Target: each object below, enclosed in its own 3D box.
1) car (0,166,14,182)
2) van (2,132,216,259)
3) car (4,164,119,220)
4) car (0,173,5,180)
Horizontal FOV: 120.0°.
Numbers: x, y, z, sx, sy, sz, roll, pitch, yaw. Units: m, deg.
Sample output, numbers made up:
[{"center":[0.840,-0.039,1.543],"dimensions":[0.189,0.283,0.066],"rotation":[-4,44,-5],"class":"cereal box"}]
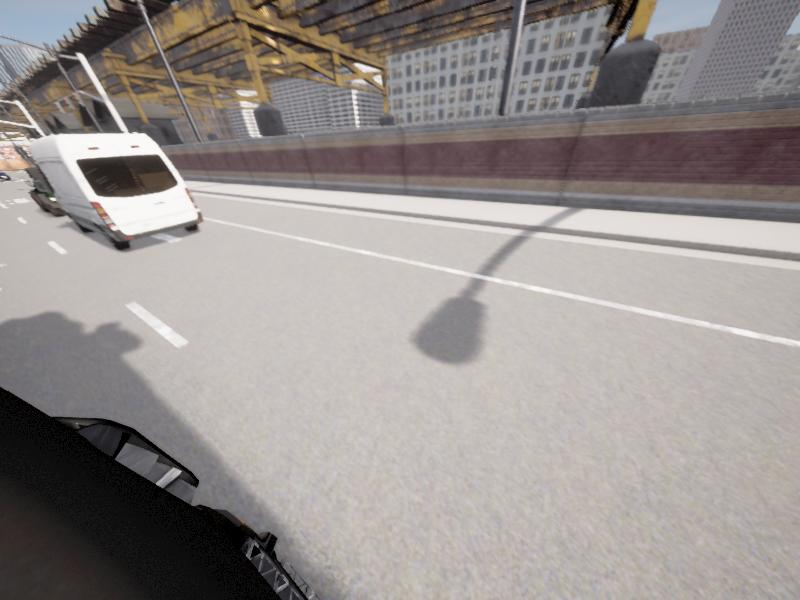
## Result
[{"center":[-53.465,-16.427,30.234],"dimensions":[5.027,1.651,2.152],"rotation":[16,40,26],"class":"car"},{"center":[-8.825,-3.359,7.051],"dimensions":[5.915,2.561,1.988],"rotation":[17,40,26],"class":"van"},{"center":[-15.685,-5.163,10.763],"dimensions":[3.866,1.878,1.905],"rotation":[17,40,26],"class":"car"},{"center":[-60.771,-18.593,34.014],"dimensions":[5.008,1.535,1.882],"rotation":[17,40,26],"class":"car"}]
